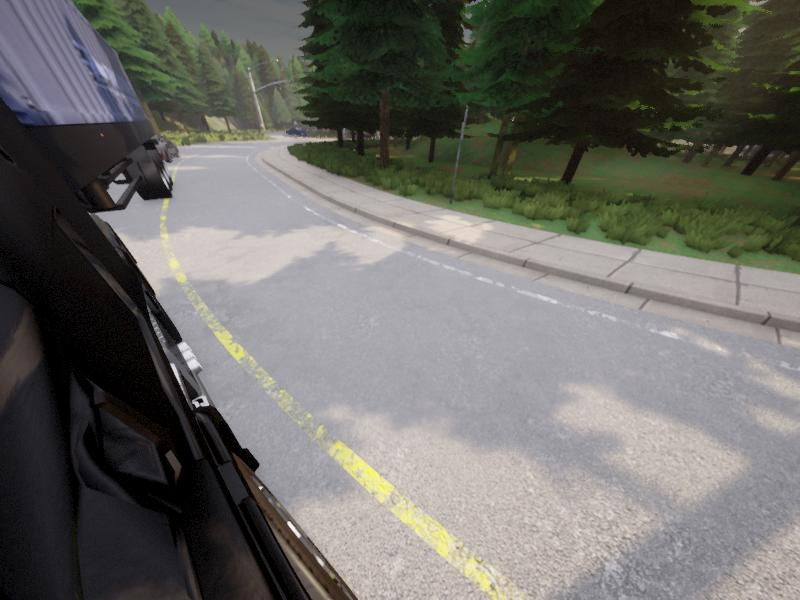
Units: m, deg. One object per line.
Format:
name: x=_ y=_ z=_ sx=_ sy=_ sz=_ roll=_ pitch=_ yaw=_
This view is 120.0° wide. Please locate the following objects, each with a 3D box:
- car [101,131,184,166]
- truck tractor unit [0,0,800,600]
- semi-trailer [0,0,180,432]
car: x=-14.753 y=-8.974 z=13.586 sx=1.994 sy=1.385 sz=4.181 roll=-16 pitch=41 yaw=-23
truck tractor unit: x=-2.645 y=-0.295 z=0.351 sx=6.516 sy=4.208 sz=3.053 roll=28 pitch=44 yaw=30
semi-trailer: x=-7.741 y=-4.122 z=4.982 sx=2.717 sy=4.402 sz=14.254 roll=-23 pitch=44 yaw=-30
